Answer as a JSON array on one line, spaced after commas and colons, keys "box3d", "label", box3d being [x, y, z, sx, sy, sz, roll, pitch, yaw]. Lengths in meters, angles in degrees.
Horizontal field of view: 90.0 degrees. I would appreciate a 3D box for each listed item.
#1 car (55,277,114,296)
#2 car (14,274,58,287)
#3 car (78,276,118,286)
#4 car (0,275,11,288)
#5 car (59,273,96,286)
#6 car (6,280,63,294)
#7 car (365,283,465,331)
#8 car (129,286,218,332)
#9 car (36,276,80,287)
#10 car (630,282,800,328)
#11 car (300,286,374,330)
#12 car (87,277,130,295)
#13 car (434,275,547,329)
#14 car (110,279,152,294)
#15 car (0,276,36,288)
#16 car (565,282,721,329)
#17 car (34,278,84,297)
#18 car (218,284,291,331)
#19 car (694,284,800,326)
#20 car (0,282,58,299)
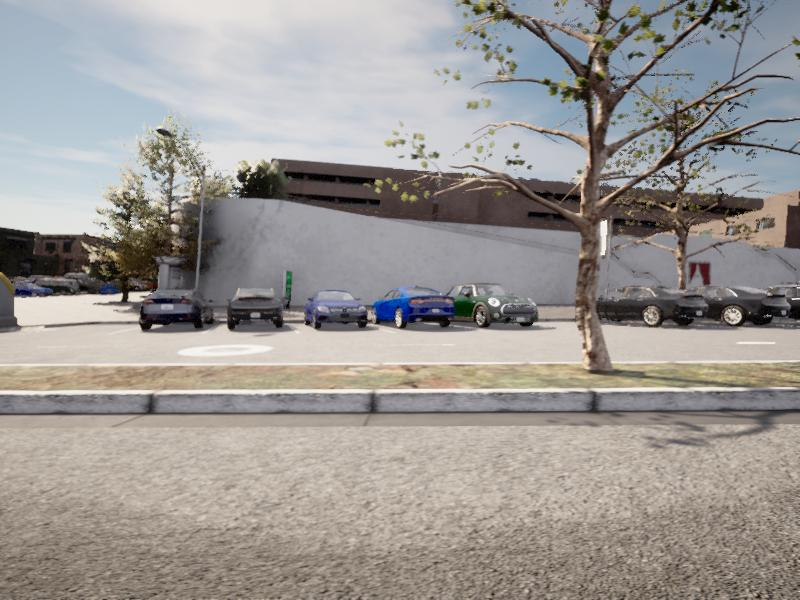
[{"box3d": [-40.005, -1.729, 50.829, 5.566, 2.045, 2.435, 3, 5, 1], "label": "car"}, {"box3d": [-54.819, -2.916, 60.352, 4.553, 1.767, 2.185, 1, 4, -1], "label": "car"}, {"box3d": [-51.782, -3.327, 68.696, 5.366, 1.575, 1.946, 1, 4, -1], "label": "car"}, {"box3d": [-56.737, -2.558, 54.784, 4.553, 1.767, 2.185, 1, 4, -1], "label": "car"}, {"box3d": [-53.043, -3.377, 65.905, 4.442, 1.987, 1.878, 1, 4, -1], "label": "car"}, {"box3d": [-46.401, -1.728, 50.937, 2.128, 1.511, 4.902, 4, 5, 20], "label": "car"}, {"box3d": [0.338, 0.243, 15.531, 2.097, 1.535, 5.008, 0, -1, -20], "label": "car"}, {"box3d": [-8.536, 0.328, 15.609, 2.163, 1.488, 4.792, 0, -1, -19], "label": "car"}, {"box3d": [-53.898, -2.972, 63.151, 5.008, 1.535, 2.097, 1, 4, -1], "label": "car"}, {"box3d": [12.146, 0.189, 15.858, 2.231, 1.521, 4.892, 0, -1, -22], "label": "car"}, {"box3d": [-2.612, 0.301, 15.526, 2.002, 1.452, 4.674, 0, -1, -19], "label": "car"}, {"box3d": [-39.024, -1.885, 53.628, 4.442, 1.987, 1.878, 3, 5, 1], "label": "car"}, {"box3d": [3.281, 0.103, 15.609, 2.185, 1.767, 4.553, 0, -1, -21], "label": "car"}, {"box3d": [-37.874, -1.959, 56.442, 4.553, 1.767, 2.185, 3, 4, 1], "label": "car"}, {"box3d": [-55.842, -2.584, 57.580, 4.792, 1.488, 2.163, 1, 4, -1], "label": "car"}, {"box3d": [9.193, 0.201, 15.734, 2.231, 1.521, 4.892, 0, -1, -22], "label": "car"}, {"box3d": [-40.930, -1.519, 48.040, 4.442, 1.987, 1.878, 3, 4, 1], "label": "car"}, {"box3d": [-5.570, 0.279, 15.530, 2.231, 1.521, 4.892, 0, -1, -19], "label": "car"}, {"box3d": [15.101, 0.179, 16.007, 2.231, 1.521, 4.892, 0, -1, -23], "label": "car"}, {"box3d": [-42.132, -1.124, 45.264, 5.008, 1.535, 2.097, 3, 4, 1], "label": "car"}]
